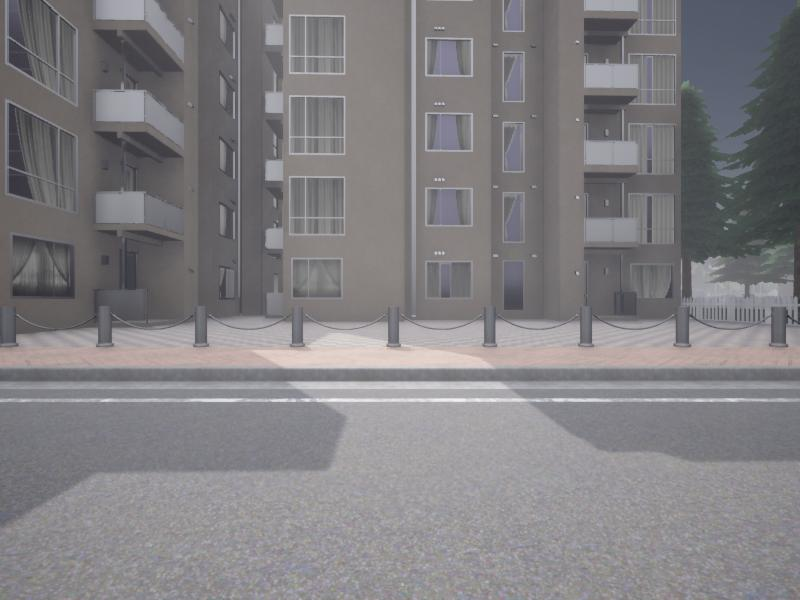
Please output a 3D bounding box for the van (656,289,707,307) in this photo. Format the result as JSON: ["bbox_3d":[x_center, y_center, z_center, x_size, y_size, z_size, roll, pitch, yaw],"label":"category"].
[{"bbox_3d":[40.253,-0.277,57.331,5.915,2.561,1.988,0,0,-1],"label":"van"}]
